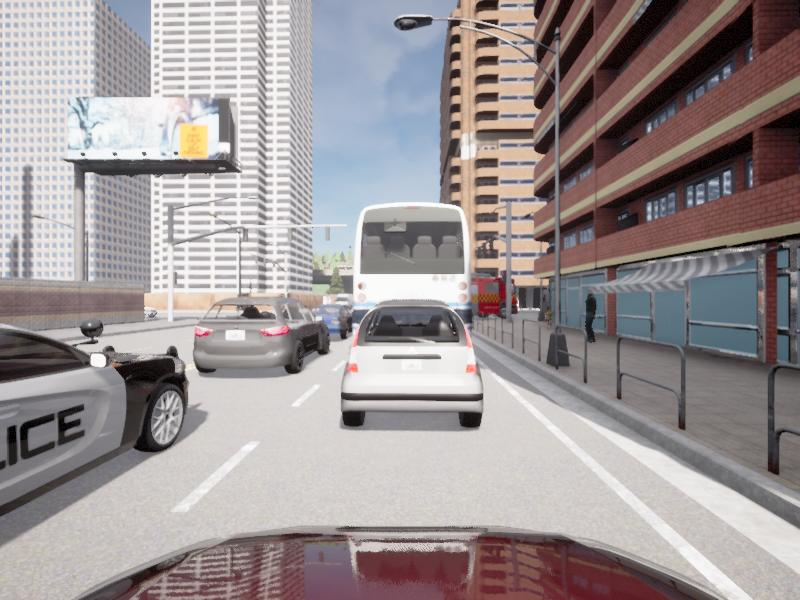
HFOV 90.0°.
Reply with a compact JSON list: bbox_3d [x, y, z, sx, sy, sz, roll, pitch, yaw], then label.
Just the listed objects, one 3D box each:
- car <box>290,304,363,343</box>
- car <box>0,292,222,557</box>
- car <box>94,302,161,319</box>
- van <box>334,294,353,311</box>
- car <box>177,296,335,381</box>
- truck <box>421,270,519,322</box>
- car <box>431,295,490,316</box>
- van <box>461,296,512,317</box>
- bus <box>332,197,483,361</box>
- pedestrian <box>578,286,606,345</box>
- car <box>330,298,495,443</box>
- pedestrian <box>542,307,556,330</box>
[{"bbox_3d":[-2.979,0.894,17.527,2.033,1.411,5.357,0,0,2],"label":"car"},{"bbox_3d":[-3.426,0.771,2.773,1.930,1.638,5.238,0,0,2],"label":"car"},{"bbox_3d":[-23.788,0.869,35.048,4.674,1.442,1.812,0,0,2],"label":"car"},{"bbox_3d":[-8.661,0.315,61.715,1.988,2.561,5.915,0,1,2],"label":"van"},{"bbox_3d":[-3.202,0.756,10.151,2.242,1.667,4.611,0,0,2],"label":"car"},{"bbox_3d":[5.943,-0.322,33.007,8.468,3.827,2.891,0,0,-36],"label":"truck"},{"bbox_3d":[6.024,0.568,40.515,5.566,2.045,2.150,0,0,-5],"label":"car"},{"bbox_3d":[8.010,0.597,37.506,4.442,1.987,1.775,0,0,2],"label":"van"},{"bbox_3d":[0.342,-0.534,15.571,3.944,4.253,10.273,0,0,2],"label":"bus"},{"bbox_3d":[6.296,0.484,13.184,0.751,1.860,0.751,0,0,19],"label":"pedestrian"},{"bbox_3d":[0.191,0.788,6.481,1.851,1.617,3.988,0,0,2],"label":"car"},{"bbox_3d":[7.256,0.881,19.488,0.500,1.100,0.500,0,0,5],"label":"pedestrian"}]
